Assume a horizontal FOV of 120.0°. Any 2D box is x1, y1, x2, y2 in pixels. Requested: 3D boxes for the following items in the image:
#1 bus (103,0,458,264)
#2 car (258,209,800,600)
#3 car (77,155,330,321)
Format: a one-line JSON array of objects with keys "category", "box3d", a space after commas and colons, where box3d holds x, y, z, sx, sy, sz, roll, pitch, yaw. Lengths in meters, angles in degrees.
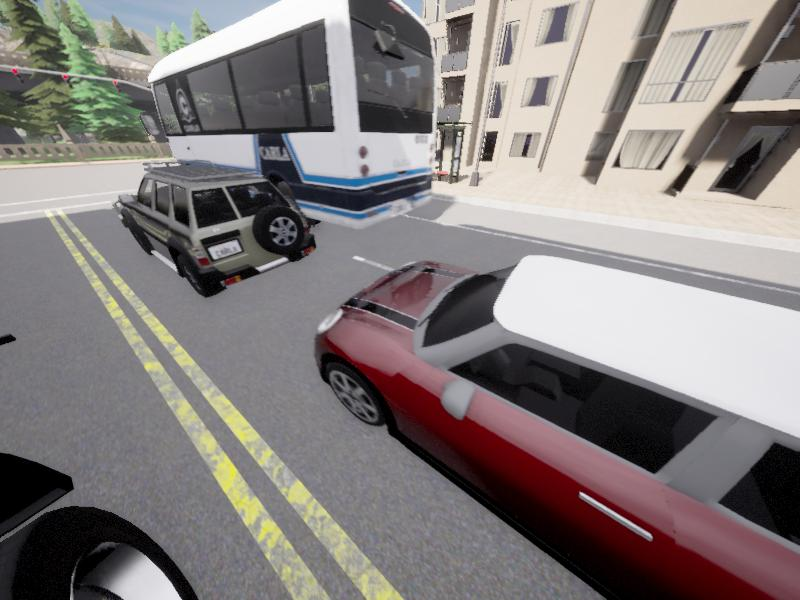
[{"category": "bus", "box3d": [-4.062, -5.103, 7.417, 10.273, 4.253, 3.944, 22, 40, 28]}, {"category": "car", "box3d": [1.064, 0.508, 1.915, 3.806, 1.475, 1.970, 22, 41, 28]}, {"category": "car", "box3d": [-3.860, -1.668, 4.612, 4.605, 1.855, 1.932, 22, 41, 28]}]
